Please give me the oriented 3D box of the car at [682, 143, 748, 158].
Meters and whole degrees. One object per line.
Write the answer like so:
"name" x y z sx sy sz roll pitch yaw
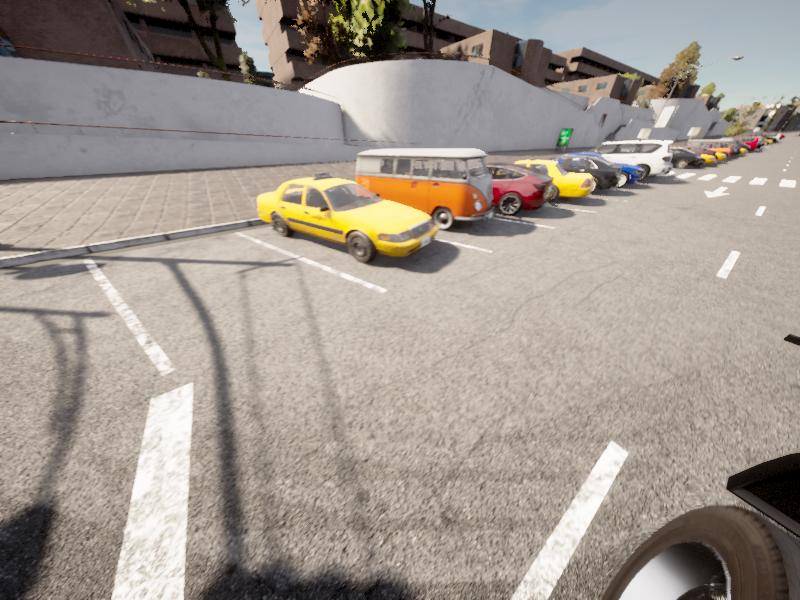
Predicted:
"car" 42.155 -20.179 31.161 4.792 1.488 2.163 21 40 29

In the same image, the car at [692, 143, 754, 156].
"car" 47.100 -22.165 33.913 4.792 1.488 2.163 21 40 29

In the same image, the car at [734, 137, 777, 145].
"car" 86.142 -38.530 56.085 5.366 1.575 1.946 21 41 29

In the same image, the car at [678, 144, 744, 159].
"car" 39.737 -19.169 29.758 4.674 1.452 2.002 21 40 29

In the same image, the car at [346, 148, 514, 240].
"car" 0.721 -3.557 7.228 4.442 1.987 1.878 21 40 29

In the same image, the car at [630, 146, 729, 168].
"car" 25.217 -13.250 21.255 5.366 1.575 1.946 21 40 29

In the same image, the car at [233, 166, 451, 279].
"car" -1.664 -2.357 5.933 5.366 1.575 1.946 21 40 29

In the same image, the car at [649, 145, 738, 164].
"car" 30.107 -15.208 24.058 5.366 1.575 1.946 21 40 29

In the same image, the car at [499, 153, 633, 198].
"car" 7.962 -6.389 11.575 4.892 1.521 2.231 21 40 29

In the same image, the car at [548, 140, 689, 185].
"car" 12.816 -8.592 14.230 5.566 2.045 2.435 21 40 29

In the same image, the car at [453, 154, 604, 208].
"car" 5.361 -5.459 10.274 5.366 1.575 1.946 21 41 29

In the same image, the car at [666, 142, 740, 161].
"car" 34.866 -17.320 26.860 4.553 1.767 2.185 21 40 28

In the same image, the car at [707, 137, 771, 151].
"car" 59.322 -27.455 40.653 5.566 2.045 2.435 21 40 29

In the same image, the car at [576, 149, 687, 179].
"car" 15.288 -9.372 15.766 4.892 1.521 2.231 21 40 29

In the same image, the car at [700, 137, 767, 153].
"car" 54.380 -25.438 37.922 5.566 2.045 2.435 21 41 29

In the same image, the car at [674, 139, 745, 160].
"car" 37.391 -18.366 28.168 4.442 1.987 1.878 21 40 29

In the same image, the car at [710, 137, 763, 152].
"car" 56.951 -26.391 39.249 4.442 1.987 1.878 21 40 29

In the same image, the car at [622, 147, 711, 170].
"car" 22.622 -12.288 19.965 4.674 1.452 2.002 21 40 29

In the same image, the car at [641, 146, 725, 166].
"car" 27.483 -14.268 22.774 4.792 1.488 2.163 21 40 29

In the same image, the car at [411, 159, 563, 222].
"car" 3.045 -4.386 8.828 4.792 1.488 2.163 21 41 29

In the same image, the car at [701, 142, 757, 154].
"car" 51.968 -24.179 36.694 4.674 1.452 2.002 21 41 29

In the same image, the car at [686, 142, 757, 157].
"car" 44.783 -21.143 32.435 5.366 1.575 1.946 21 40 29

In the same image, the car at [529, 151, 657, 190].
"car" 10.401 -7.390 12.975 5.008 1.535 2.097 21 40 29
